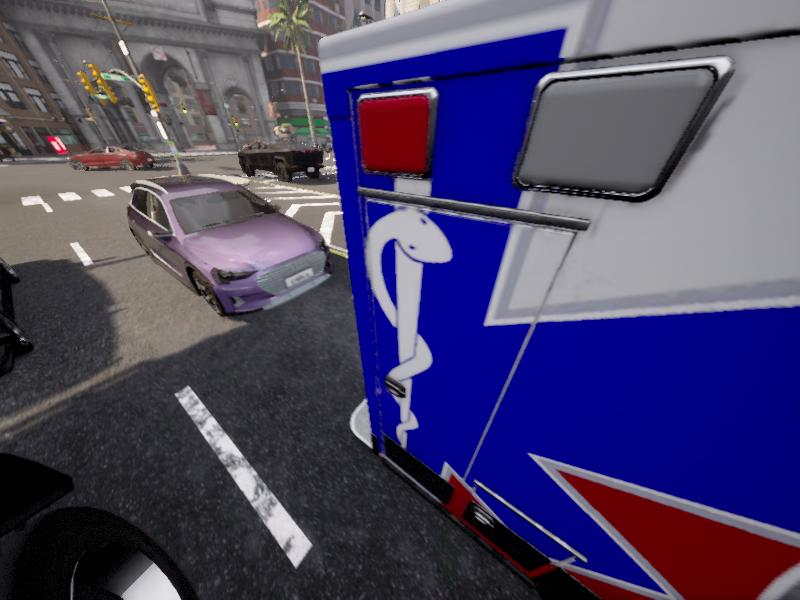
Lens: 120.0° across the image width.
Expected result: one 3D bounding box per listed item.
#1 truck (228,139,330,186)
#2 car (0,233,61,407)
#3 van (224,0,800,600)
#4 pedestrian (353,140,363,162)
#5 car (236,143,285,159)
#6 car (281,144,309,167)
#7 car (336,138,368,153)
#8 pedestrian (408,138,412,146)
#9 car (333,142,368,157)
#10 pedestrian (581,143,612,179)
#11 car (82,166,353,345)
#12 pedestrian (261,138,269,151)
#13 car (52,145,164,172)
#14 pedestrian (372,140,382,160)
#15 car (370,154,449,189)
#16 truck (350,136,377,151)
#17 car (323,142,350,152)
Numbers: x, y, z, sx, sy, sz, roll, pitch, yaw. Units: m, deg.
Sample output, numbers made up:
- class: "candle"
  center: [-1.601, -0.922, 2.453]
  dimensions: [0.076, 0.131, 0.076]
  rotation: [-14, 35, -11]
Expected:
- class: "truck"
  center: [-7.704, -8.904, 14.665]
  dimensions: [6.274, 2.098, 2.390]
  rotation: [22, 41, 28]
- class: "car"
  center: [-6.611, -0.083, 2.771]
  dimensions: [5.357, 1.411, 2.033]
  rotation: [22, 41, 28]
- class: "van"
  center: [2.823, 0.862, 0.601]
  dimensions: [6.366, 2.431, 2.351]
  rotation: [22, 41, 28]
- class: "pedestrian"
  center: [-4.226, -15.084, 23.361]
  dimensions: [0.751, 1.860, 0.751]
  rotation: [0, 35, -1]
- class: "car"
  center: [-18.223, -19.764, 30.496]
  dimensions: [2.128, 1.511, 4.902]
  rotation: [21, 41, 27]
- class: "car"
  center: [-10.195, -14.043, 22.361]
  dimensions: [1.851, 1.617, 3.988]
  rotation: [-15, 38, -20]
- class: "car"
  center: [-8.473, -27.923, 41.693]
  dimensions: [2.150, 2.045, 5.566]
  rotation: [23, 41, 28]
- class: "pedestrian"
  center: [3.010, -45.701, 66.866]
  dimensions: [0.751, 1.860, 0.751]
  rotation: [-28, 44, -34]
- class: "car"
  center: [-7.056, -21.872, 33.479]
  dimensions: [2.033, 1.649, 4.856]
  rotation: [21, 40, 27]
- class: "pedestrian"
  center: [12.189, -8.657, 14.370]
  dimensions: [0.751, 1.860, 0.751]
  rotation: [25, 42, 30]
- class: "car"
  center: [-3.465, -1.367, 4.409]
  dimensions: [4.856, 1.649, 2.033]
  rotation: [22, 41, 28]
- class: "pedestrian"
  center: [-24.269, -28.001, 41.534]
  dimensions: [0.751, 1.860, 0.751]
  rotation: [-10, 36, -14]
- class: "car"
  center: [-22.582, -11.171, 18.176]
  dimensions: [5.027, 1.651, 2.152]
  rotation: [-5, 35, -7]
- class: "pedestrian"
  center: [-2.588, -16.721, 25.697]
  dimensions: [0.751, 1.860, 0.751]
  rotation: [11, 37, 15]
- class: "car"
  center: [0.490, -7.737, 13.704]
  dimensions: [4.181, 1.385, 1.994]
  rotation: [22, 41, 28]
- class: "truck"
  center: [-7.449, -32.408, 47.693]
  dimensions: [2.627, 2.467, 5.204]
  rotation: [22, 41, 28]
- class: "car"
  center: [-11.737, -28.572, 43.110]
  dimensions: [1.812, 1.442, 4.674]
  rotation: [22, 41, 28]
